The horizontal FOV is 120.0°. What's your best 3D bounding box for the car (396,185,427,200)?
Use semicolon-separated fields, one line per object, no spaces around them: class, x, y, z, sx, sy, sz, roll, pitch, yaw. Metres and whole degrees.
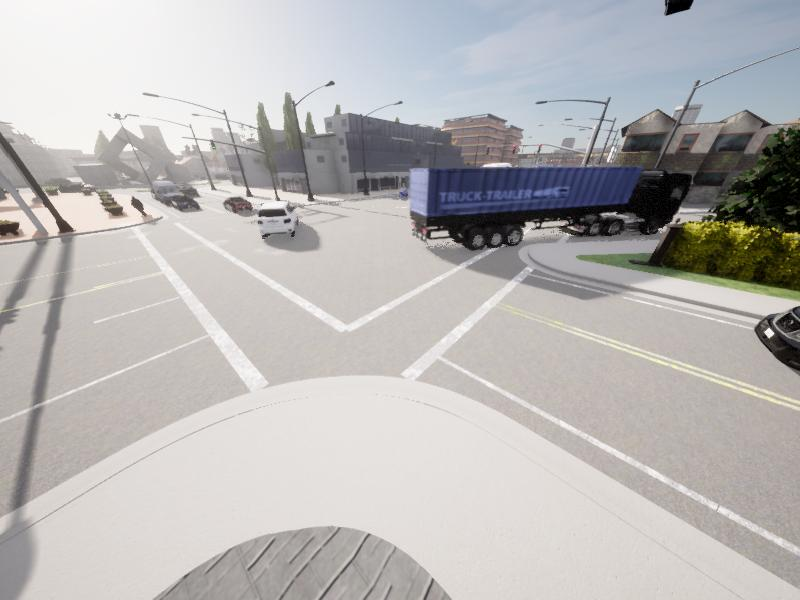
car;1.789;-16.373;35.030;1.882;1.535;5.008;22;37;34

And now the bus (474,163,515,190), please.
bus;19.637;-25.762;47.774;3.944;4.253;10.273;23;39;34

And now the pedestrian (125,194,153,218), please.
pedestrian;-23.130;-8.296;20.471;0.751;1.860;0.751;9;31;16

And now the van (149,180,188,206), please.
van;-29.986;-13.922;29.886;5.915;2.561;1.988;23;37;34

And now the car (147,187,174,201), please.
car;-35.140;-15.621;33.838;3.633;1.501;1.845;22;37;33

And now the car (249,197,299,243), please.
car;-8.806;-6.010;16.716;2.150;2.045;5.566;-10;32;-16

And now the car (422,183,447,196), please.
car;5.948;-18.877;39.331;1.837;1.490;4.892;22;38;34

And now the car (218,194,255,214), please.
car;-17.466;-10.315;24.708;4.193;1.474;1.816;25;38;35

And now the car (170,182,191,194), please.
car;-39.723;-20.263;41.765;1.930;1.638;5.238;-26;39;-37

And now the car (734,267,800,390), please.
car;11.035;1.388;3.860;5.566;2.045;2.150;23;37;34

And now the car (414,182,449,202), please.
car;4.495;-15.481;32.969;2.150;2.045;5.566;23;37;34

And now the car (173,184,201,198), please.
car;-34.663;-17.825;37.543;5.238;1.638;1.930;23;37;34

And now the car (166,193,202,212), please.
car;-24.281;-11.043;25.962;4.193;1.474;1.816;23;37;34

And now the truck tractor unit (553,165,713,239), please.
truck tractor unit;15.257;-6.805;15.868;6.516;4.208;3.053;-3;30;-5

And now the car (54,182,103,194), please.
car;-59.847;-20.988;43.126;4.611;1.667;2.242;-12;32;-20

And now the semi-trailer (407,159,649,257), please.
semi-trailer;7.630;-5.895;14.088;14.254;4.402;2.717;-9;31;-15
